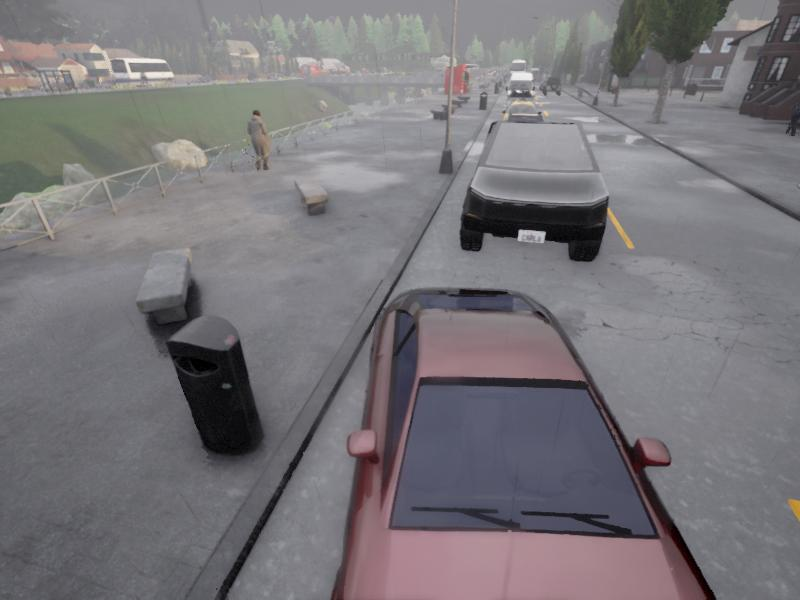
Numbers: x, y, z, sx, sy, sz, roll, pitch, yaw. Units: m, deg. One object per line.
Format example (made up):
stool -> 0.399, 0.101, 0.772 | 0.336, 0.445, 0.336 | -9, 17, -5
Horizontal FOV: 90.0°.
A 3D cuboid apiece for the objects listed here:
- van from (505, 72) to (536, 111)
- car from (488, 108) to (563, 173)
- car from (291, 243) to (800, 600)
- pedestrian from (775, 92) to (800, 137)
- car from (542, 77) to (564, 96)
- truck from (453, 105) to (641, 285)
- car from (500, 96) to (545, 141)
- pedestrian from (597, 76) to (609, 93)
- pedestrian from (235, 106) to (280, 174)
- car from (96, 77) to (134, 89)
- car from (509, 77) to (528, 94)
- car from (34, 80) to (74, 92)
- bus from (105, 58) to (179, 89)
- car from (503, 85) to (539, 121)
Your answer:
van -> 10.045, -17.553, 33.519 | 1.988, 2.561, 5.915 | 7, 31, 12
car -> 4.607, -6.133, 15.007 | 2.128, 1.511, 4.902 | 7, 31, 12
car -> 0.650, 1.025, 2.936 | 1.994, 1.385, 4.181 | 1, 30, 2
pedestrian -> 18.716, -8.736, 18.822 | 0.751, 1.860, 0.751 | 5, 31, 9
car -> 18.457, -25.916, 48.449 | 1.905, 1.878, 3.866 | 7, 31, 12
truck -> 2.840, -2.826, 8.770 | 2.390, 2.098, 6.274 | 7, 31, 12
car -> 6.306, -9.587, 20.845 | 1.801, 1.575, 5.366 | 7, 31, 12
pedestrian -> 25.738, -27.335, 50.640 | 0.751, 1.860, 0.751 | 2, 30, 4
pedestrian -> -4.440, -5.034, 12.596 | 0.751, 1.860, 0.751 | 7, 31, 12
car -> -47.931, -36.680, 67.441 | 2.033, 1.649, 4.856 | 7, 31, 12
car -> 15.436, -28.090, 52.282 | 2.097, 1.767, 4.553 | 7, 31, 12
car -> -50.538, -31.319, 58.527 | 1.970, 1.475, 3.806 | 7, 31, 12
bus -> -43.525, -38.641, 68.187 | 3.944, 4.253, 10.273 | 7, 31, 12
car -> 8.220, -13.577, 27.374 | 1.932, 1.855, 4.605 | 7, 31, 12
